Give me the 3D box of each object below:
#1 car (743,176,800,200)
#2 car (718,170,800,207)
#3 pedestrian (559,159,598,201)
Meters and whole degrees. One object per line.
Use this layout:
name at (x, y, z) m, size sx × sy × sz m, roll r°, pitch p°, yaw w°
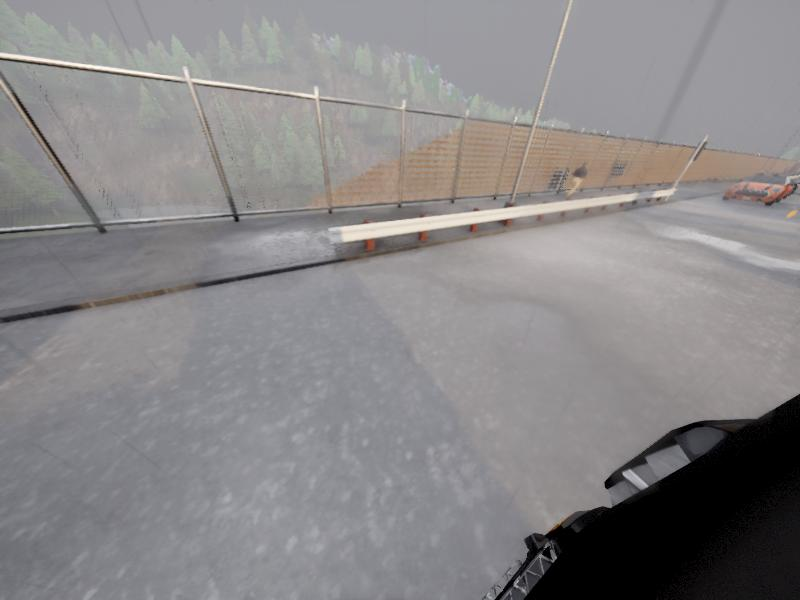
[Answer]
car at (30.324, -9.138, 18.671) m, size 4.181 × 1.385 × 1.994 m, roll -16°, pitch 38°, yaw -26°
car at (24.002, -7.484, 15.329) m, size 4.553 × 1.767 × 2.097 m, roll -16°, pitch 38°, yaw -26°
pedestrian at (9.332, -6.301, 12.151) m, size 0.751 × 1.860 × 0.751 m, roll -15°, pitch 38°, yaw -25°
